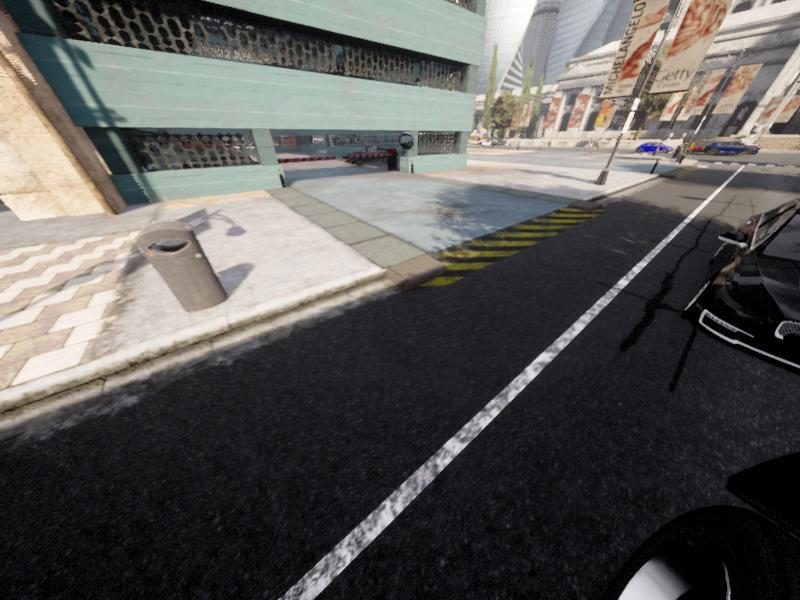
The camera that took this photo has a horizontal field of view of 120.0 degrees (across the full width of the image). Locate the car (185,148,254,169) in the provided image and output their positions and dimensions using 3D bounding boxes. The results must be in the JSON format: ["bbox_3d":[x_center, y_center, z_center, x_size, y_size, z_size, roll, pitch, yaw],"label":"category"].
[{"bbox_3d":[-16.366,-12.999,21.130,4.718,1.301,1.895,-24,41,-29],"label":"car"}]

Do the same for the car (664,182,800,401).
[{"bbox_3d":[6.011,-0.477,3.240,4.892,1.490,1.837,-23,41,-29],"label":"car"}]

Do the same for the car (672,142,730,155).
[{"bbox_3d":[43.978,-22.326,33.919,2.163,1.488,4.792,-23,41,-28],"label":"car"}]

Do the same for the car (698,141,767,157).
[{"bbox_3d":[43.123,-19.740,30.132,2.033,1.649,4.856,-23,41,-29],"label":"car"}]

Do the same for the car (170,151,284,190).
[{"bbox_3d":[-9.694,-7.594,13.318,4.786,1.482,2.161,-24,41,-29],"label":"car"}]

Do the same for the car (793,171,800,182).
[{"bbox_3d":[23.222,-6.556,11.757,1.812,1.442,4.674,25,42,31],"label":"car"}]

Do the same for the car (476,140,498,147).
[{"bbox_3d":[22.735,-41.012,60.516,4.974,1.542,2.038,25,42,31],"label":"car"}]

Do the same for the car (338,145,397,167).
[{"bbox_3d":[-2.940,-13.577,21.679,4.902,1.511,2.128,-24,41,-29],"label":"car"}]

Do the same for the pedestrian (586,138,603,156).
[{"bbox_3d":[24.789,-19.510,29.453,0.751,1.860,0.751,-16,38,-21],"label":"pedestrian"}]

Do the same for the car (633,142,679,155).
[{"bbox_3d":[38.715,-23.054,35.000,1.816,1.474,4.193,-24,41,-29],"label":"car"}]

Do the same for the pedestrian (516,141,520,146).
[{"bbox_3d":[32.004,-42.478,62.634,0.500,1.100,0.500,26,43,32],"label":"pedestrian"}]

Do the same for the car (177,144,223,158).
[{"bbox_3d":[-28.244,-21.171,32.753,4.514,1.523,2.007,-24,41,-29],"label":"car"}]

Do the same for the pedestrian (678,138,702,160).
[{"bbox_3d":[30.176,-15.724,24.035,0.751,1.860,0.751,-25,42,-30],"label":"pedestrian"}]
